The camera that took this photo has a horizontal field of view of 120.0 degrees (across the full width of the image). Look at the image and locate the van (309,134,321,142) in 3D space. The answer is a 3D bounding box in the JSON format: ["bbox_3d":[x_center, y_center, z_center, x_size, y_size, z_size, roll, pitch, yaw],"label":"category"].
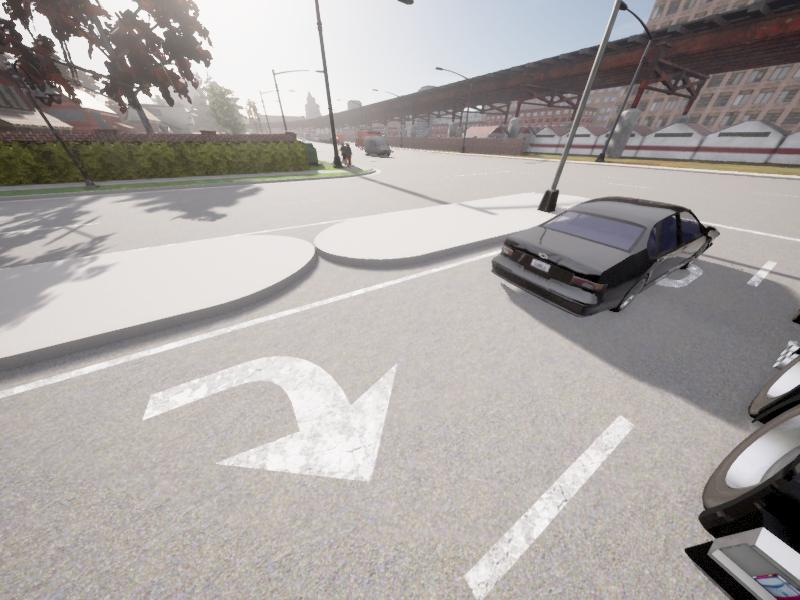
[{"bbox_3d":[-32.164,-61.172,87.129,2.351,2.431,6.366,-18,40,-24],"label":"van"}]

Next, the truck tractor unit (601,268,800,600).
[{"bbox_3d":[5.115,-0.296,0.773,6.516,4.208,3.053,-18,39,-24],"label":"truck tractor unit"}]

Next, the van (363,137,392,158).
[{"bbox_3d":[-3.514,-23.460,35.413,1.988,2.561,5.915,-18,39,-24],"label":"van"}]

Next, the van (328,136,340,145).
[{"bbox_3d":[-20.093,-48.498,70.319,2.069,2.038,4.480,-18,40,-24],"label":"van"}]

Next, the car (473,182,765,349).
[{"bbox_3d":[4.264,-1.187,4.512,5.357,1.411,2.033,-18,39,-24],"label":"car"}]

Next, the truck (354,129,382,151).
[{"bbox_3d":[-7.285,-35.986,51.866,2.891,3.827,8.468,-18,40,-24],"label":"truck"}]

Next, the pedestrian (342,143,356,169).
[{"bbox_3d":[-4.263,-12.047,19.324,0.751,1.860,0.751,-18,39,-24],"label":"pedestrian"}]
